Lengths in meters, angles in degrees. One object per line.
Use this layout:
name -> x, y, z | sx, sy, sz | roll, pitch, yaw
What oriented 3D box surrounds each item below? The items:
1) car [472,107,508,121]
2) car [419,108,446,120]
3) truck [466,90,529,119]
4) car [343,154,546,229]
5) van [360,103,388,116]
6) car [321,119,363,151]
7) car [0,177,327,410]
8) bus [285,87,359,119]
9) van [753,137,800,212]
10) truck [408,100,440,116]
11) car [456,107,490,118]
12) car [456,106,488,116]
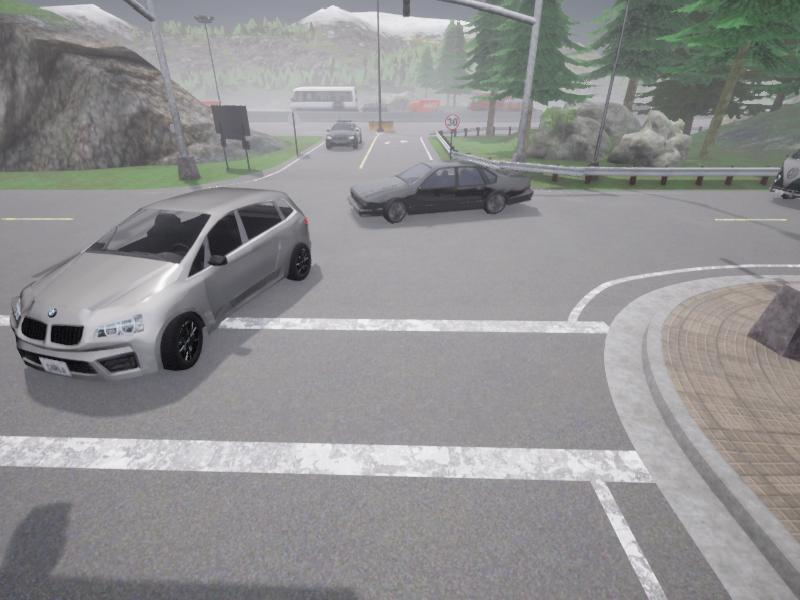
car -> 13.046, -27.151, 58.283 | 4.892, 1.490, 1.837 | -2, 27, 1
car -> 4.721, -27.137, 58.297 | 3.806, 1.475, 1.970 | 0, 27, 0
truck -> 14.634, -29.782, 60.871 | 8.468, 3.827, 2.891 | 0, 27, 0
car -> 1.213, -3.291, 11.673 | 5.357, 1.411, 2.033 | -8, 28, -15
van -> -4.338, -32.162, 67.526 | 4.442, 1.987, 1.775 | 0, 27, 0
car -> -3.622, -10.817, 26.018 | 2.038, 1.542, 4.974 | 0, 27, 0
car -> -3.210, -0.664, 6.194 | 2.242, 1.667, 4.611 | 7, 26, 14
bus -> -11.578, -29.923, 60.677 | 10.273, 4.253, 3.944 | 0, 27, 0
van -> 14.461, -3.990, 12.636 | 4.442, 1.987, 1.775 | 0, 27, 0
truck -> 3.985, -32.375, 67.411 | 5.204, 2.467, 2.627 | 0, 27, 0
car -> 11.705, -30.316, 64.527 | 4.902, 1.511, 2.128 | 0, 27, 0
car -> 12.153, -31.941, 67.627 | 4.892, 1.490, 1.837 | 0, 27, 0
